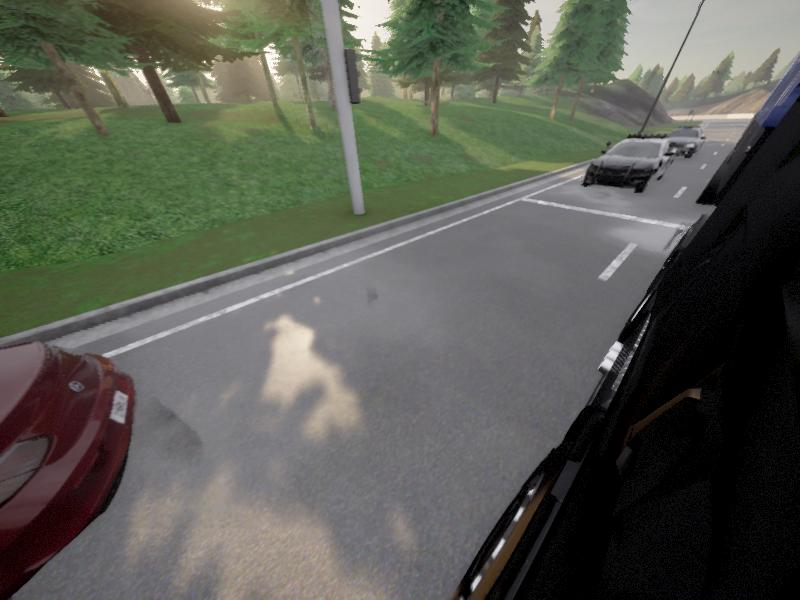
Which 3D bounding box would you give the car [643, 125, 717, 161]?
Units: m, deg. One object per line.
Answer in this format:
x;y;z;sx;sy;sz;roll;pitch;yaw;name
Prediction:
17.866;-10.090;14.715;4.974;1.542;2.038;-28;44;-30;car

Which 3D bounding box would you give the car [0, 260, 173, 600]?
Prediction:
-3.922;1.612;0.524;4.674;1.442;1.812;-28;44;-30;car

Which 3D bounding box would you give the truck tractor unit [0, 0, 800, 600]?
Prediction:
2.645;-0.295;0.351;6.516;4.208;3.053;-28;44;-30;truck tractor unit

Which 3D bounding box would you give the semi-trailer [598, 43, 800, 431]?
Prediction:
8.690;-3.609;4.238;14.254;4.402;2.717;-28;44;-30;semi-trailer

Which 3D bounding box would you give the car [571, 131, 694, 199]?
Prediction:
9.029;-5.406;8.920;5.238;1.638;1.930;-28;44;-30;car

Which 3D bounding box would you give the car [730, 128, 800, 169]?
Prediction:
18.970;-7.743;11.664;4.181;1.385;1.994;-27;43;-29;car
